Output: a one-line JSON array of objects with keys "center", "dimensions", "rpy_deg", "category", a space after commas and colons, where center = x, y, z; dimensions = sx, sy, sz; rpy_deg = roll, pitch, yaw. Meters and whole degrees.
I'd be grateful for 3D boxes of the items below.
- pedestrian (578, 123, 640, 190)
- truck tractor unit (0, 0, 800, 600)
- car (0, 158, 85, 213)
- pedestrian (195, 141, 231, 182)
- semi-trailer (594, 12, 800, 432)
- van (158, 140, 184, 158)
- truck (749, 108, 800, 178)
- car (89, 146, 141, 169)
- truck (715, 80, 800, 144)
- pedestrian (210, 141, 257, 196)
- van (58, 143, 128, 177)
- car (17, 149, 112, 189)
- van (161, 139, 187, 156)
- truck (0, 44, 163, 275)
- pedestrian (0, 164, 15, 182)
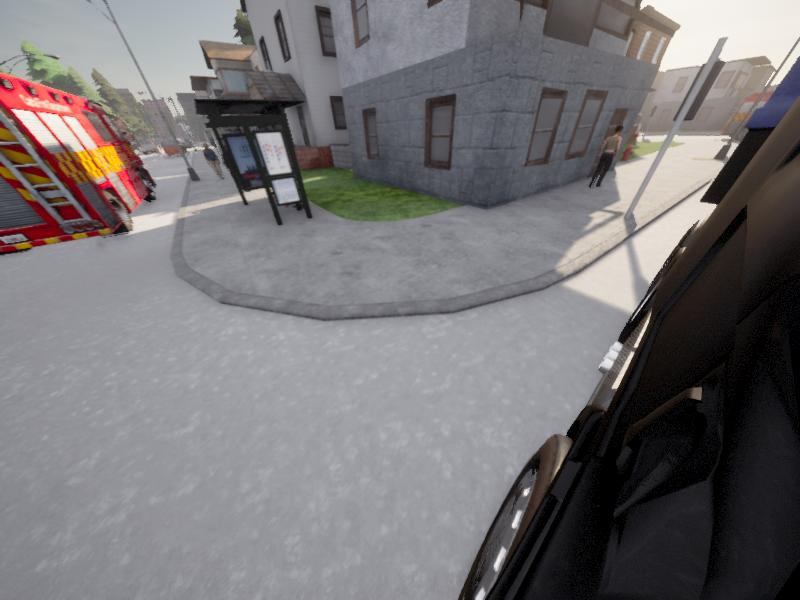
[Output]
[{"center": [7.168, -4.941, 8.016], "dimensions": [0.751, 1.860, 0.751], "rpy_deg": [-25, 42, -27], "category": "pedestrian"}, {"center": [2.645, -0.295, 0.351], "dimensions": [6.516, 4.208, 3.053], "rpy_deg": [-28, 44, -30], "category": "truck tractor unit"}, {"center": [-17.914, -5.613, 11.000], "dimensions": [1.801, 1.575, 5.366], "rpy_deg": [-24, 42, -26], "category": "car"}, {"center": [-10.424, -7.741, 12.912], "dimensions": [0.751, 1.860, 0.751], "rpy_deg": [-30, 45, -32], "category": "pedestrian"}, {"center": [8.937, -3.432, 3.975], "dimensions": [14.254, 4.402, 2.717], "rpy_deg": [-25, 42, -27], "category": "semi-trailer"}, {"center": [-33.581, -22.352, 34.057], "dimensions": [1.775, 1.987, 4.442], "rpy_deg": [-25, 42, -27], "category": "van"}, {"center": [17.766, -6.735, 9.427], "dimensions": [5.204, 2.467, 2.627], "rpy_deg": [-25, 42, -26], "category": "truck"}, {"center": [-29.798, -15.092, 24.369], "dimensions": [2.242, 1.667, 4.611], "rpy_deg": [-25, 42, -26], "category": "car"}, {"center": [31.494, -14.239, 17.463], "dimensions": [2.891, 3.827, 8.468], "rpy_deg": [-2, 37, 1], "category": "truck"}, {"center": [-6.869, -5.471, 9.633], "dimensions": [0.751, 1.860, 0.751], "rpy_deg": [25, 45, 32], "category": "pedestrian"}, {"center": [-25.777, -12.011, 19.679], "dimensions": [2.069, 2.038, 4.480], "rpy_deg": [-25, 42, -27], "category": "van"}, {"center": [-22.047, -8.940, 15.537], "dimensions": [2.097, 1.767, 4.553], "rpy_deg": [-25, 42, -26], "category": "car"}, {"center": [-37.072, -25.173, 38.010], "dimensions": [2.069, 2.038, 4.480], "rpy_deg": [-25, 42, -27], "category": "van"}, {"center": [-10.573, -4.260, 6.842], "dimensions": [2.891, 3.827, 8.468], "rpy_deg": [-24, 42, -26], "category": "truck"}, {"center": [-29.137, -9.478, 16.445], "dimensions": [0.751, 1.860, 0.751], "rpy_deg": [-26, 42, -28], "category": "pedestrian"}]
